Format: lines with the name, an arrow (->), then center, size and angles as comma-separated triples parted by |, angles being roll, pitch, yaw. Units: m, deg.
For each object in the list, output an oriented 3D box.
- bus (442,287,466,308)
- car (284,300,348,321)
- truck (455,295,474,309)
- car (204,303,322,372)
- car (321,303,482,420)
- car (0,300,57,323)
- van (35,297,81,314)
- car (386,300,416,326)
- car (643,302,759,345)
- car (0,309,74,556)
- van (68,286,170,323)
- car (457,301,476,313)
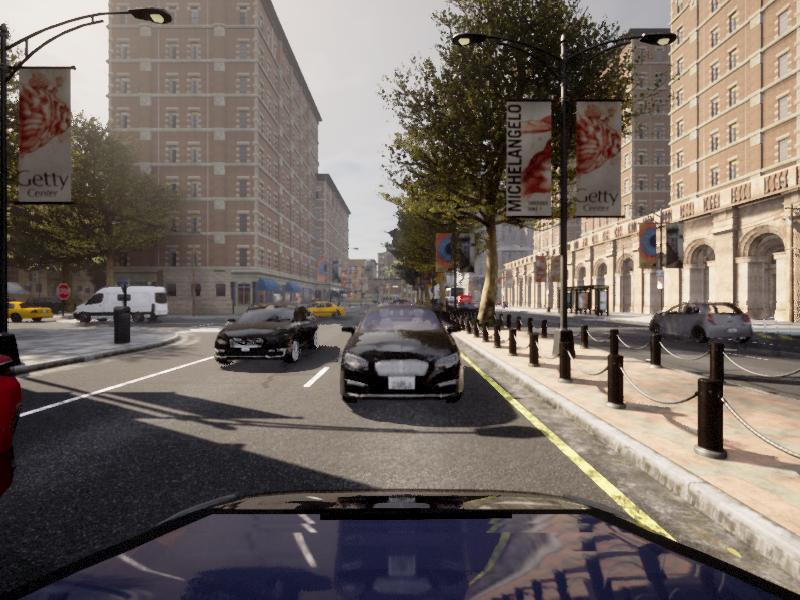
bus -> 11.673, -0.538, 87.128 | 3.944, 4.253, 10.273 | 0, 0, 0
car -> -6.792, 0.800, 32.937 | 1.801, 1.575, 5.366 | 0, 0, 36
truck -> 11.748, 0.355, 73.389 | 2.627, 2.467, 5.204 | 0, 0, 0
car -> -3.528, 0.844, 11.381 | 1.837, 1.490, 4.892 | 0, 0, -2
car -> 0.028, 0.837, 7.731 | 2.128, 1.511, 4.902 | 0, 0, 0
car -> -28.277, 0.801, 28.894 | 5.366, 1.575, 1.801 | 0, 0, -1
van -> -41.369, 0.598, 48.484 | 1.775, 1.987, 4.442 | 0, 0, 0
car -> 0.089, 0.788, 26.950 | 1.851, 1.617, 3.988 | 0, 0, 0
car -> 11.557, 0.827, 15.707 | 1.845, 1.501, 3.633 | 0, 0, 0
car -> -3.495, 0.828, 0.791 | 2.007, 1.525, 4.514 | 0, 0, 0
van -> -20.220, 0.320, 29.026 | 5.915, 2.561, 1.988 | 0, 0, -2
car -> 8.168, 0.828, 49.437 | 1.845, 1.501, 3.633 | 0, 0, 0
